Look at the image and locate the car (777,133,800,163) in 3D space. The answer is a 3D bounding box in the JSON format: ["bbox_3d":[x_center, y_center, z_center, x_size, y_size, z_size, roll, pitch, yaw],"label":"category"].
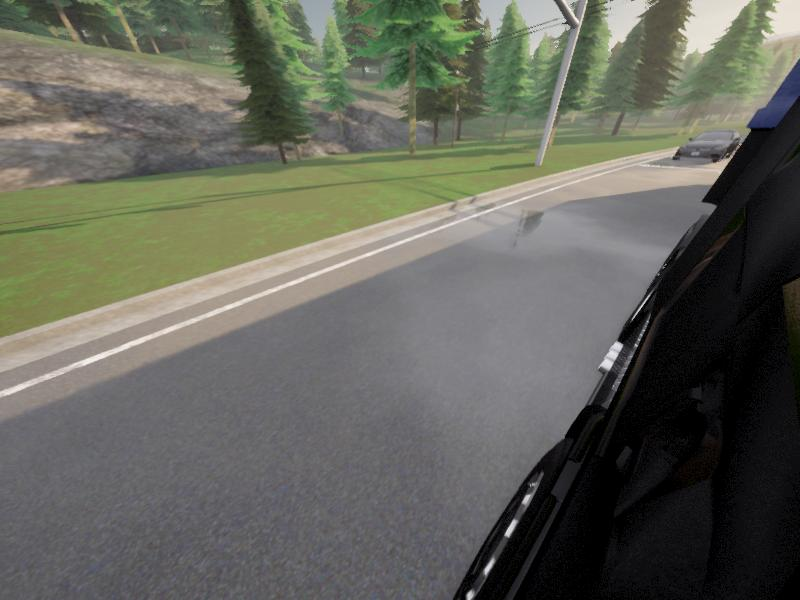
[{"bbox_3d":[22.235,-8.232,12.040,3.705,1.549,1.789,-22,41,-24],"label":"car"}]

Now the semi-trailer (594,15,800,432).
[{"bbox_3d":[8.896,-3.451,4.040,14.254,4.402,2.717,-26,42,-28],"label":"semi-trailer"}]

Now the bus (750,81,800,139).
[{"bbox_3d":[41.471,-19.113,23.206,10.273,4.253,3.944,-21,40,-23],"label":"bus"}]

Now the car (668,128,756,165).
[{"bbox_3d":[18.031,-8.965,13.378,4.674,1.442,1.812,-22,41,-24],"label":"car"}]

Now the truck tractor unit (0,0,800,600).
[{"bbox_3d":[2.645,-0.295,0.352,6.516,4.208,3.053,-28,44,-30],"label":"truck tractor unit"}]
